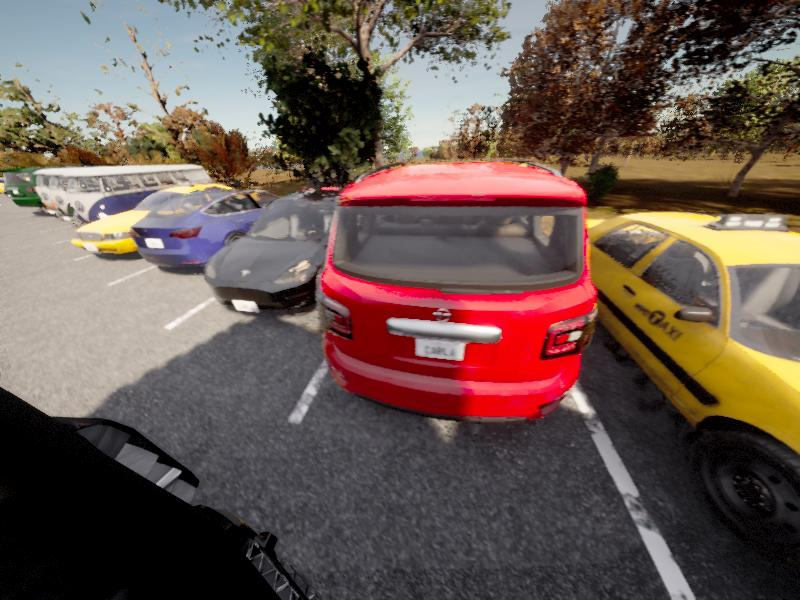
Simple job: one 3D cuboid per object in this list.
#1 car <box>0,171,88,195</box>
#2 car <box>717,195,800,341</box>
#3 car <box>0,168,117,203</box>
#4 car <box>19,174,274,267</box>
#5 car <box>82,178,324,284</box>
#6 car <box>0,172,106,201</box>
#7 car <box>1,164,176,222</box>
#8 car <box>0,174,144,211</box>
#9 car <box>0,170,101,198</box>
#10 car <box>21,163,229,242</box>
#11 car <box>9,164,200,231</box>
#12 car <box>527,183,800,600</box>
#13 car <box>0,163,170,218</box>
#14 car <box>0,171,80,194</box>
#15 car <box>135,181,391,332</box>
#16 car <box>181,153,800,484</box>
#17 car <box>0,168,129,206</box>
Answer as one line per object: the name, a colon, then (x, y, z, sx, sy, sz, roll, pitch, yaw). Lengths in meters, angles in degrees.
car: (-33.624, -10.941, 21.466, 2.231, 1.521, 4.892, 4, 33, 10)
car: (5.866, 0.670, 1.196, 2.231, 1.521, 4.892, 4, 33, 10)
car: (-24.866, -8.482, 16.918, 2.185, 1.767, 4.553, 5, 33, 10)
car: (-6.975, -2.984, 7.591, 1.946, 1.575, 5.366, 5, 33, 10)
car: (-4.379, -2.320, 6.473, 2.163, 1.488, 4.792, 4, 33, 10)
car: (-27.786, -9.181, 18.455, 2.163, 1.488, 4.792, 5, 33, 10)
car: (-14.655, -5.469, 11.474, 1.878, 1.987, 4.442, 5, 33, 10)
car: (-19.746, -6.818, 14.349, 2.002, 1.452, 4.674, 5, 33, 10)
car: (-30.675, -10.185, 20.118, 1.946, 1.575, 5.366, 4, 33, 10)
car: (-9.528, -3.963, 8.844, 1.878, 1.987, 4.442, 5, 33, 10)
car: (-12.092, -4.716, 10.160, 1.878, 1.987, 4.442, 5, 33, 10)
car: (3.276, 0.021, 2.343, 1.946, 1.575, 5.366, 4, 33, 10)
car: (-17.194, -6.323, 12.898, 2.435, 2.045, 5.566, 4, 33, 10)
car: (-36.536, -11.809, 22.978, 2.231, 1.521, 4.892, 5, 33, 10)
car: (-1.821, -1.535, 5.109, 2.163, 1.488, 4.792, 5, 33, 10)
car: (0.736, -1.050, 3.693, 2.435, 2.045, 5.566, 4, 33, 10)
car: (-22.325, -7.694, 15.550, 2.185, 1.767, 4.553, 4, 33, 10)
